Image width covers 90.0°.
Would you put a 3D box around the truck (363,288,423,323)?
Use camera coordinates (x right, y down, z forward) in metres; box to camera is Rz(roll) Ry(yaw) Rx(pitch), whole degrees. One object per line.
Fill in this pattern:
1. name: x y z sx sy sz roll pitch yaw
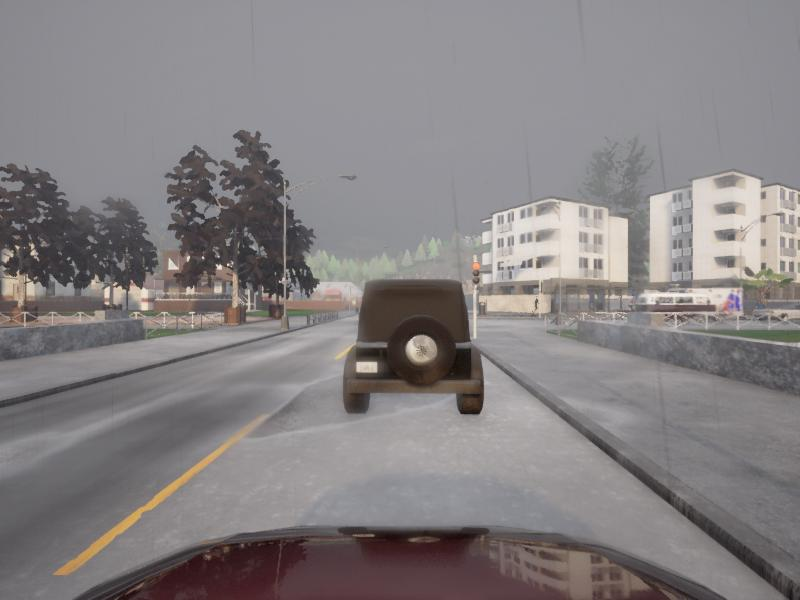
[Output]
1. truck: -0.689 0.355 31.363 2.627 2.467 5.204 -1 1 -27

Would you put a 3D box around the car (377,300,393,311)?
1. car: -2.089 0.828 57.697 2.007 1.525 4.514 0 0 2

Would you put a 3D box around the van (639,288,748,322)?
1. van: 21.752 0.378 29.883 6.366 2.431 2.351 0 0 2

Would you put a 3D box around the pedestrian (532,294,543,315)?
1. pedestrian: 12.381 0.419 36.126 0.751 1.860 0.751 0 0 4

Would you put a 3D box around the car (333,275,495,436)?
1. car: 0.220 0.646 6.640 1.905 1.878 3.866 0 0 2

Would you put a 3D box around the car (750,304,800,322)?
1. car: 29.156 0.944 29.630 4.718 1.301 1.895 0 0 2

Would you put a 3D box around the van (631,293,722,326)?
1. van: 17.869 0.571 26.054 4.480 2.038 2.069 0 0 2

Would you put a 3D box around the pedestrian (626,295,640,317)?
1. pedestrian: 20.748 0.533 35.657 0.751 1.860 0.751 0 0 -4
